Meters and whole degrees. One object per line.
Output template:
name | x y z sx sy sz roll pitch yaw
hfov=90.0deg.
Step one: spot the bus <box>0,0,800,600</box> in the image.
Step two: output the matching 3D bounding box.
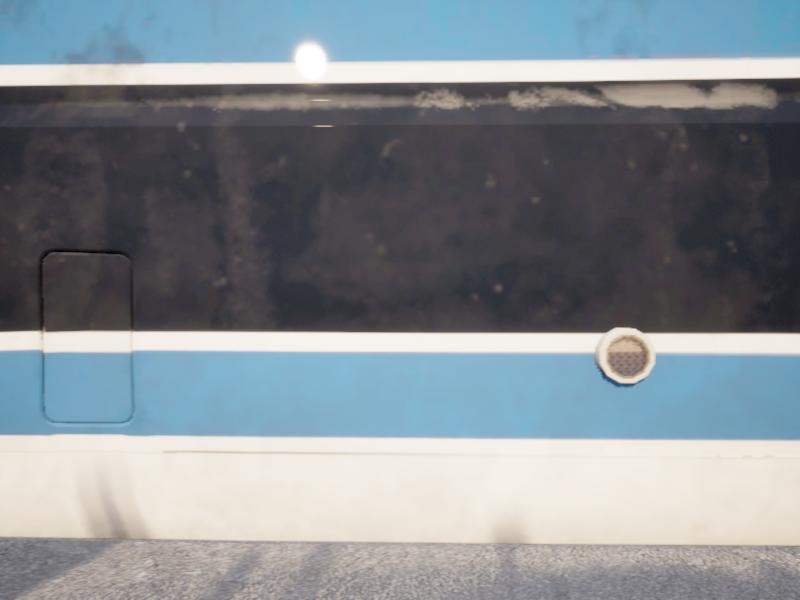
bus | 1.534 -1.133 2.125 10.273 4.253 3.944 0 0 1
